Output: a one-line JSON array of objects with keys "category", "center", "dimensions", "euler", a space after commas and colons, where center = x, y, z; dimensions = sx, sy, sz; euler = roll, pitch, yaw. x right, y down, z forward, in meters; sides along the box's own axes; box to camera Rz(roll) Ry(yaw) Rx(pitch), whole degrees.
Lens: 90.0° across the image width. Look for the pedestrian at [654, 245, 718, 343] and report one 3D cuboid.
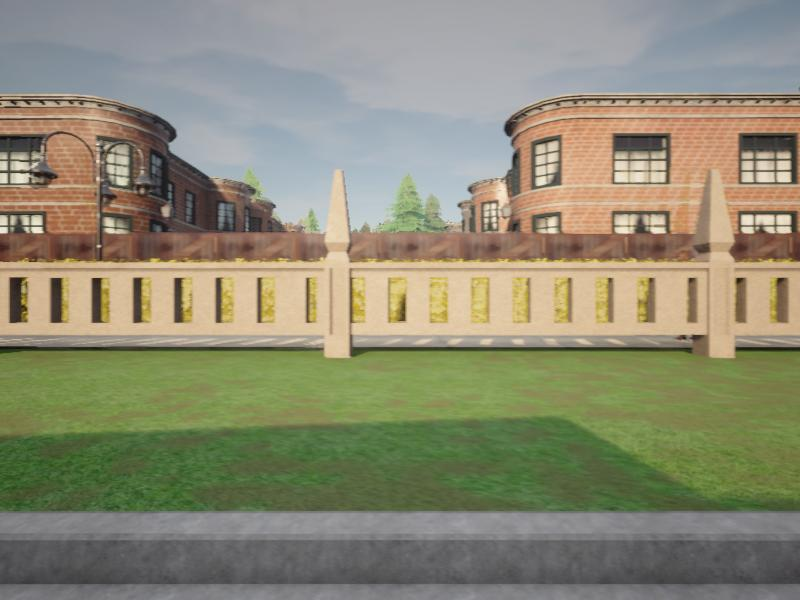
[{"category": "pedestrian", "center": [5.650, -0.115, 7.946], "dimensions": [0.751, 1.860, 0.751], "euler": [0, 0, 0]}]
